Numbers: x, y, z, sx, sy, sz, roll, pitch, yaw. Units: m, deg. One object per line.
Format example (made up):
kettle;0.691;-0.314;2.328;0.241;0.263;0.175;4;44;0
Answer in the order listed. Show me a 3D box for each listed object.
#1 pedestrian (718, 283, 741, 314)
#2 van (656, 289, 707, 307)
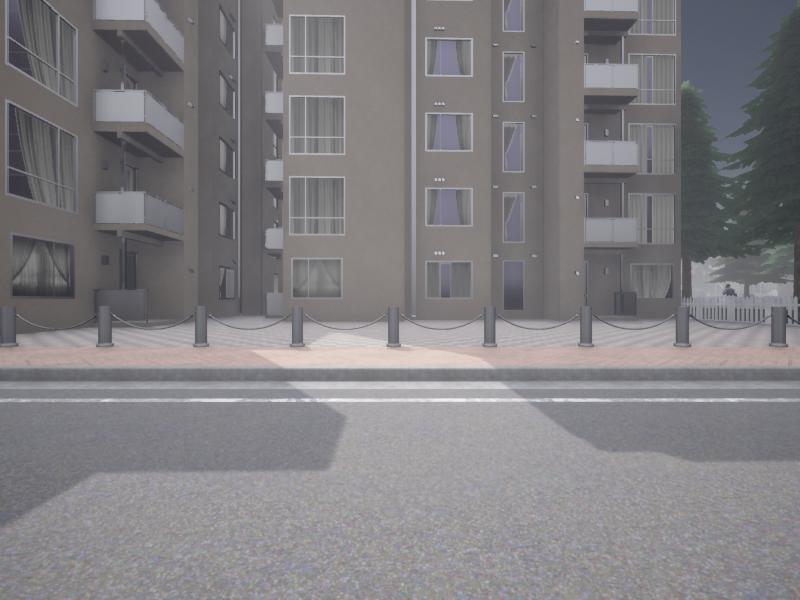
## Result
pedestrian;20.365;-0.100;24.733;0.751;1.860;0.751;0;0;-1
van;40.253;-0.277;57.331;5.915;2.561;1.988;0;0;-1
